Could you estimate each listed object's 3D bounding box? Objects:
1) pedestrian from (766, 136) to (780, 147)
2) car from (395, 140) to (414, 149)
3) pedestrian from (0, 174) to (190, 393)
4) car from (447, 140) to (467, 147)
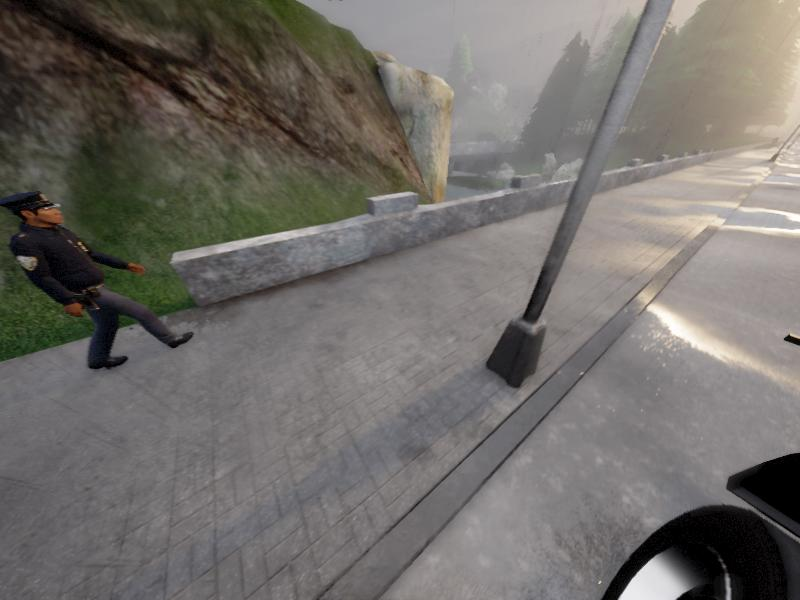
[{"bbox_3d":[80.978,-34.351,50.103,0.751,1.860,0.751,-22,40,-27],"label":"pedestrian"},{"bbox_3d":[0.993,-35.555,52.916,3.988,1.617,1.851,-22,41,-28],"label":"car"},{"bbox_3d":[-3.027,-0.110,2.251,0.751,1.860,0.751,-21,40,-26],"label":"pedestrian"},{"bbox_3d":[15.111,-41.330,60.957,5.238,1.638,1.930,-22,41,-28],"label":"car"}]
